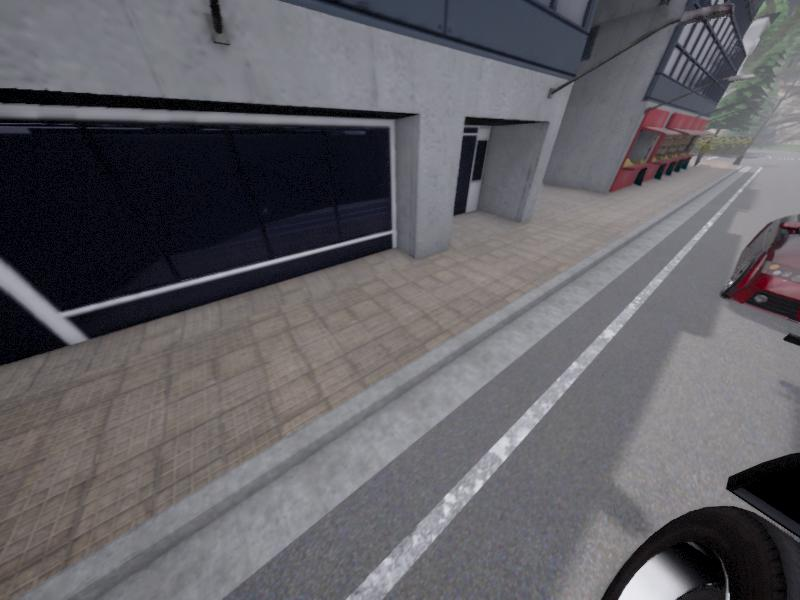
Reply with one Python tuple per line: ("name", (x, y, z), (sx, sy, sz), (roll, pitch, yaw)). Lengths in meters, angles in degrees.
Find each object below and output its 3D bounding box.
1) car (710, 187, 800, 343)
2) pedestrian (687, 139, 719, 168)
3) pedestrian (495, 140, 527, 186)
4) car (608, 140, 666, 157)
("car", (7.115, -0.618, 3.556), (4.181, 1.385, 1.994), (-23, 41, -29))
("pedestrian", (23.851, -11.553, 18.209), (0.751, 1.860, 0.751), (-28, 44, -34))
("pedestrian", (5.417, -6.722, 11.340), (0.751, 1.860, 0.751), (25, 42, 31))
("car", (30.256, -19.497, 29.627), (2.242, 1.667, 4.611), (-24, 42, -30))
